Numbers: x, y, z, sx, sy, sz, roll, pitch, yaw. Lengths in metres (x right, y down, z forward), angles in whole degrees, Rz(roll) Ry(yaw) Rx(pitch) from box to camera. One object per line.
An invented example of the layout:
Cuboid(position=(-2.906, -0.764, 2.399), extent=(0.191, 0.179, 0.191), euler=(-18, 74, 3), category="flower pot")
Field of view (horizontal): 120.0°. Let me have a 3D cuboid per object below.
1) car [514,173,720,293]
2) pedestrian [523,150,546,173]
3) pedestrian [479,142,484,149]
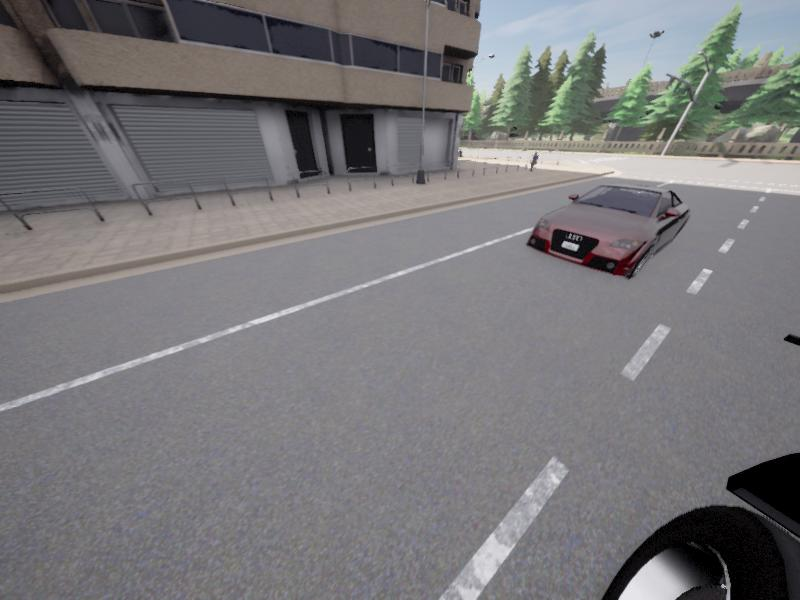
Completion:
Cuboid(position=(4.945, -1.864, 5.316), extent=(4.181, 1.385, 1.994), euler=(-22, 41, -28), category="car")
Cuboid(position=(9.236, -9.507, 15.865), extent=(0.751, 1.300, 0.751), euler=(-22, 40, -27), category="pedestrian")
Cuboid(position=(16.103, -30.681, 45.863), extent=(0.500, 1.100, 0.500), euler=(-20, 40, -26), category="pedestrian")
